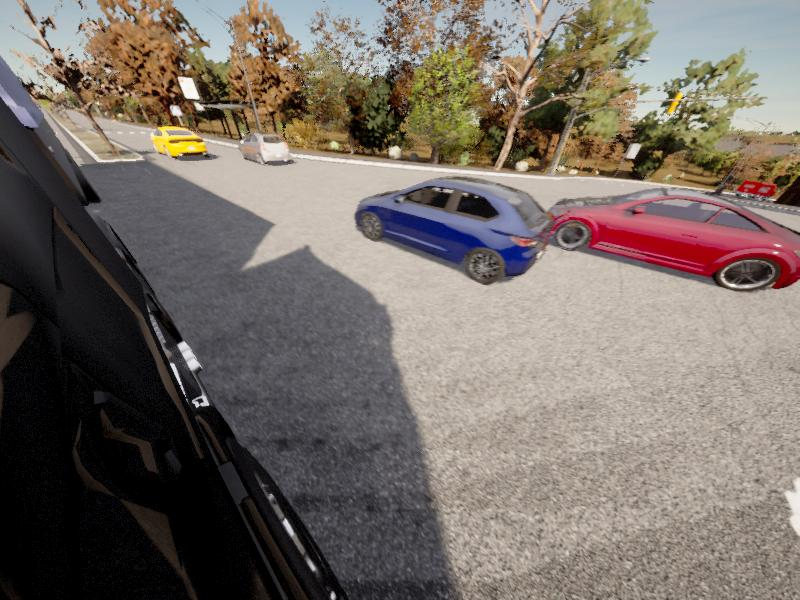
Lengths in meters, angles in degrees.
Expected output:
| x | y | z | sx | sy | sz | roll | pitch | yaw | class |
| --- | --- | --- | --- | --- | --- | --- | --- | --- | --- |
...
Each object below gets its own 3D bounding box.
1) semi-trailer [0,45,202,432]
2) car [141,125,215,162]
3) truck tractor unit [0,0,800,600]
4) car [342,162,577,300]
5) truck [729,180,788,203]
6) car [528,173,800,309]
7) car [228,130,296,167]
| x | y | z | sx | sy | sz | roll | pitch | yaw | class |
| --- | --- | --- | --- | --- | --- | --- | --- | --- | --- |
| -8.703 | -3.617 | 4.203 | 14.254 | 4.402 | 2.717 | 28 | 44 | 30 | semi-trailer |
| -13.956 | -9.903 | 14.482 | 5.008 | 1.535 | 1.882 | 28 | 44 | 30 | car |
| -2.645 | -0.295 | 0.352 | 6.516 | 4.208 | 3.053 | 28 | 44 | 30 | truck tractor unit |
| 0.899 | -1.833 | 4.968 | 4.193 | 1.474 | 1.816 | 28 | 43 | 30 | car |
| 59.888 | -18.212 | 38.665 | 5.204 | 2.467 | 2.627 | 2 | 36 | -10 | truck |
| 5.553 | -1.679 | 5.103 | 4.181 | 1.385 | 1.994 | 27 | 43 | 30 | car |
| -8.343 | -9.246 | 13.987 | 3.633 | 1.501 | 1.845 | 29 | 45 | 29 | car |
